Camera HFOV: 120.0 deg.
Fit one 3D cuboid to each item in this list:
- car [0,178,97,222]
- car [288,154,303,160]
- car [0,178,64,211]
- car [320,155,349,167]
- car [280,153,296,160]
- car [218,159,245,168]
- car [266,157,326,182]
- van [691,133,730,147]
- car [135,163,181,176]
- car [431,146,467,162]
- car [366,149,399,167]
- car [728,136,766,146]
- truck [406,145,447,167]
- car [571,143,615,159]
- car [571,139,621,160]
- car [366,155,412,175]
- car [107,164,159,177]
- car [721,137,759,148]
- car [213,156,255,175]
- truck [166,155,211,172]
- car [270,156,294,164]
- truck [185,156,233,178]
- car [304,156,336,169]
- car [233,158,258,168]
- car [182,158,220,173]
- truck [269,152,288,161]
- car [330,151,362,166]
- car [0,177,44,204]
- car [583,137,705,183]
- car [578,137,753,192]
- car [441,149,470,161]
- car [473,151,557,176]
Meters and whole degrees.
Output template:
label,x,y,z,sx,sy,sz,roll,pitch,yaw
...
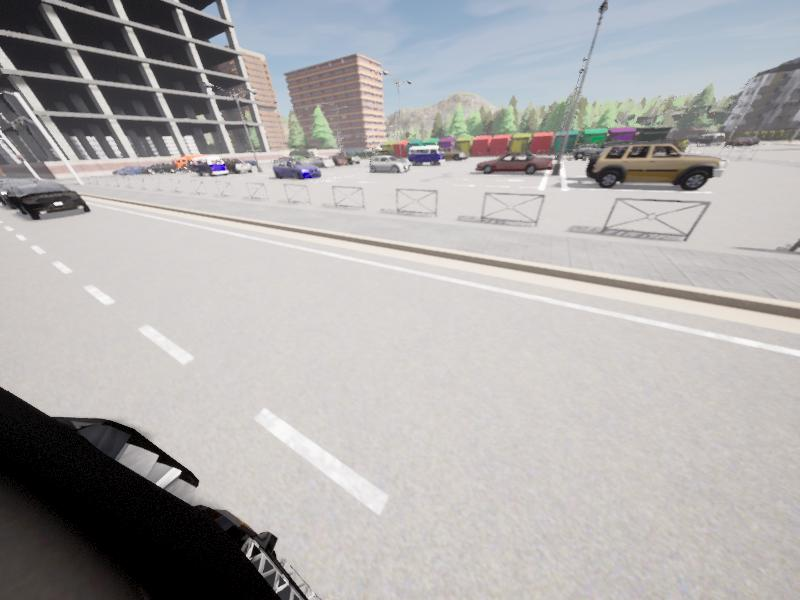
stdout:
label,x,y,z,sx,sy,sz,roll,pitch,yaw
car,-18.272,-5.256,11.864,5.008,1.535,1.882,15,37,25
car,-35.478,-48.626,78.474,1.851,1.617,3.988,16,38,25
car,-23.913,-6.777,14.659,4.674,1.442,1.812,15,37,25
car,-9.893,-20.992,34.901,3.905,1.438,1.784,16,38,25
car,-39.050,-50.184,80.786,1.932,1.855,4.605,16,38,25
car,-36.819,-29.953,50.570,1.816,1.474,4.193,15,37,25
car,-9.408,-11.842,20.926,4.611,1.667,2.242,16,38,25
van,61.614,-31.841,45.972,2.069,2.038,4.480,6,34,12
car,-40.622,-22.121,38.965,1.837,1.490,4.892,15,37,25
car,7.205,-21.597,34.210,4.605,1.855,1.932,16,38,25
car,-2.345,-19.058,31.051,3.866,1.878,1.905,16,38,25
car,64.093,-29.479,42.784,2.033,1.411,5.357,17,38,27
truck,3.200,-17.592,28.255,4.478,2.038,2.069,16,38,25
car,23.889,-18.578,28.877,3.806,1.475,1.970,16,38,25
car,22.443,-17.347,26.680,3.866,1.878,1.905,16,38,25
car,-1.038,-13.004,22.218,3.806,1.475,1.970,16,38,25
car,-44.770,-21.800,38.869,2.033,1.411,5.357,15,37,25
car,57.059,-26.499,38.865,1.895,1.301,4.718,17,38,27
car,-21.133,-17.084,29.402,4.605,1.855,1.932,16,38,25
truck,-40.678,-26.446,44.638,2.627,2.467,5.204,15,37,25
car,-28.736,-34.273,56.490,1.882,1.535,5.008,15,37,25
truck,-22.503,-15.711,27.249,4.478,2.038,2.069,16,38,25
car,-11.319,-19.532,32.848,3.806,1.475,1.970,16,38,25
car,-33.259,-29.601,49.847,1.970,1.475,3.806,15,37,25
car,-32.892,-22.271,38.277,1.905,1.878,3.866,15,37,25
truck,-43.511,-51.604,82.780,2.615,2.467,5.204,16,38,25
car,-8.622,-22.509,36.727,4.605,1.855,1.932,16,38,25
car,-30.234,-8.512,17.787,5.357,1.411,2.033,15,38,25
car,12.800,-7.618,12.627,3.866,1.878,1.905,16,38,25
car,11.326,-6.200,10.579,4.605,1.855,1.932,16,38,25
car,8.697,-22.841,36.370,3.905,1.438,1.784,16,38,25
car,8.551,-10.335,17.472,5.357,1.415,2.033,16,38,25
